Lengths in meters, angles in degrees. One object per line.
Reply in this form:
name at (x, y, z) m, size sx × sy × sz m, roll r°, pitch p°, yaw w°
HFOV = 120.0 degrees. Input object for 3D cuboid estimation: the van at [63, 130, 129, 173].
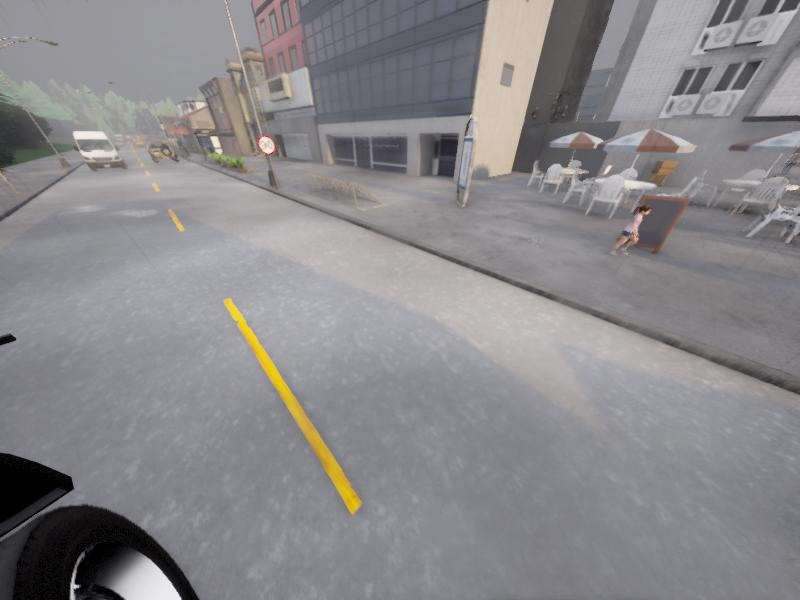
van at (-24.124, -12.012, 18.616) m, size 1.988 × 2.561 × 5.915 m, roll -29°, pitch 44°, yaw -35°

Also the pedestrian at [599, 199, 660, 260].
pedestrian at (4.925, -1.522, 4.997) m, size 0.500 × 1.100 × 0.500 m, roll 29°, pitch 44°, yaw 34°

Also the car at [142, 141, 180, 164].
car at (-25.698, -15.971, 24.834) m, size 1.932 × 1.855 × 4.605 m, roll -29°, pitch 45°, yaw -35°

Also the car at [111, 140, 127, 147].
car at (-74.503, -41.517, 61.238) m, size 2.152 × 1.651 × 5.027 m, roll -29°, pitch 44°, yaw -35°

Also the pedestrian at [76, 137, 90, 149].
pedestrian at (-62.047, -30.672, 45.206) m, size 0.751 × 1.860 × 0.751 m, roll 28°, pitch 43°, yaw 33°
